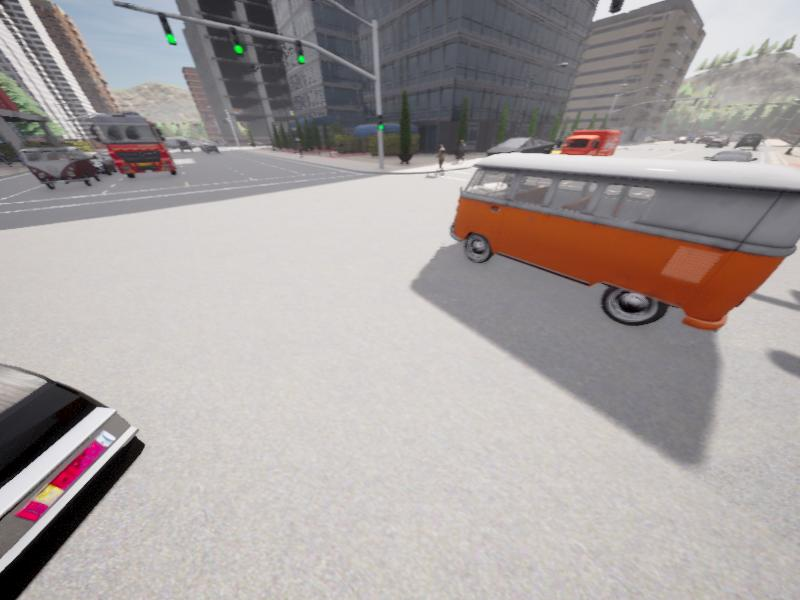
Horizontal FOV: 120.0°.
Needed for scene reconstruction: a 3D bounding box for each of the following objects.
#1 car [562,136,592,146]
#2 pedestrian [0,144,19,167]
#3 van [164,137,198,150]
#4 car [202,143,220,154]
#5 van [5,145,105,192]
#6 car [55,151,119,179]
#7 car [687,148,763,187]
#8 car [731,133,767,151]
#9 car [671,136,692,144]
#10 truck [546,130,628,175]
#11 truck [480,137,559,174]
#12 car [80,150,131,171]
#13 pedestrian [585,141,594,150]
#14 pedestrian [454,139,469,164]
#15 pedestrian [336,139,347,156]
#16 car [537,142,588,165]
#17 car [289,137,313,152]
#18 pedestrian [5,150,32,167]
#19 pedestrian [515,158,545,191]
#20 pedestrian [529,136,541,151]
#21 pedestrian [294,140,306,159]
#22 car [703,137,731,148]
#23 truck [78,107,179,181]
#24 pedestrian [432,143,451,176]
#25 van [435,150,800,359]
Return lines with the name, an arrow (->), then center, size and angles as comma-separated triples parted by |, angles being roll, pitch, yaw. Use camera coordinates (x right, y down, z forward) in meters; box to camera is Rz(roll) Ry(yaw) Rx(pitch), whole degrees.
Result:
car -> 40.084, -36.119, 52.439 | 2.097, 1.767, 4.553 | -25, 42, -30
pedestrian -> -39.332, -14.299, 22.843 | 0.751, 1.860, 0.751 | 29, 45, 35
van -> -57.033, -40.877, 60.257 | 5.915, 2.561, 1.988 | -25, 42, -30
car -> -34.811, -27.907, 42.545 | 1.837, 1.490, 4.892 | -25, 42, -30
van -> -19.909, -7.895, 13.681 | 1.775, 1.987, 4.442 | -25, 42, -31
car -> -23.865, -10.490, 17.844 | 1.970, 1.475, 3.806 | -25, 42, -30
car -> 18.326, -7.583, 13.036 | 4.674, 1.442, 1.812 | -26, 42, -31
car -> 52.260, -23.698, 34.567 | 5.566, 2.045, 2.150 | -26, 42, -30
car -> 67.834, -38.474, 55.629 | 4.792, 1.488, 2.163 | -25, 42, -30
truck -> 13.868, -11.101, 17.183 | 5.204, 2.467, 2.627 | -25, 42, -30
truck -> 9.384, -11.451, 18.074 | 6.274, 2.098, 2.390 | -25, 42, -30
car -> -28.555, -13.775, 22.623 | 2.033, 1.411, 5.357 | -25, 42, -31
pedestrian -> 29.860, -24.343, 36.423 | 0.500, 1.100, 0.500 | -17, 38, -21
pedestrian -> 5.369, -13.035, 20.276 | 0.751, 1.860, 0.751 | -29, 44, -34
pedestrian -> -7.878, -20.599, 31.154 | 0.751, 1.860, 0.751 | 25, 43, 32
car -> 15.563, -14.082, 22.117 | 5.366, 1.575, 1.801 | -25, 42, -30
car -> -17.879, -28.373, 42.138 | 2.390, 2.098, 6.274 | -5, 36, -7
pedestrian -> -38.121, -14.156, 23.103 | 0.751, 1.300, 0.751 | -26, 43, -31
pedestrian -> 6.375, -6.191, 11.370 | 0.751, 1.300, 0.751 | 29, 45, 35
pedestrian -> 20.587, -23.889, 35.236 | 0.751, 1.860, 0.751 | -24, 42, -29
pedestrian -> -11.715, -17.651, 27.075 | 0.751, 1.860, 0.751 | -25, 42, -30
car -> 55.348, -27.521, 40.327 | 4.974, 1.542, 2.038 | -25, 42, -30
truck -> -20.083, -11.978, 17.845 | 2.891, 3.827, 8.468 | -26, 42, -31
pedestrian -> 2.769, -9.414, 15.487 | 0.751, 1.860, 0.751 | -25, 42, -30
van -> 2.927, -1.399, 4.128 | 1.775, 1.987, 4.442 | -25, 42, -31
